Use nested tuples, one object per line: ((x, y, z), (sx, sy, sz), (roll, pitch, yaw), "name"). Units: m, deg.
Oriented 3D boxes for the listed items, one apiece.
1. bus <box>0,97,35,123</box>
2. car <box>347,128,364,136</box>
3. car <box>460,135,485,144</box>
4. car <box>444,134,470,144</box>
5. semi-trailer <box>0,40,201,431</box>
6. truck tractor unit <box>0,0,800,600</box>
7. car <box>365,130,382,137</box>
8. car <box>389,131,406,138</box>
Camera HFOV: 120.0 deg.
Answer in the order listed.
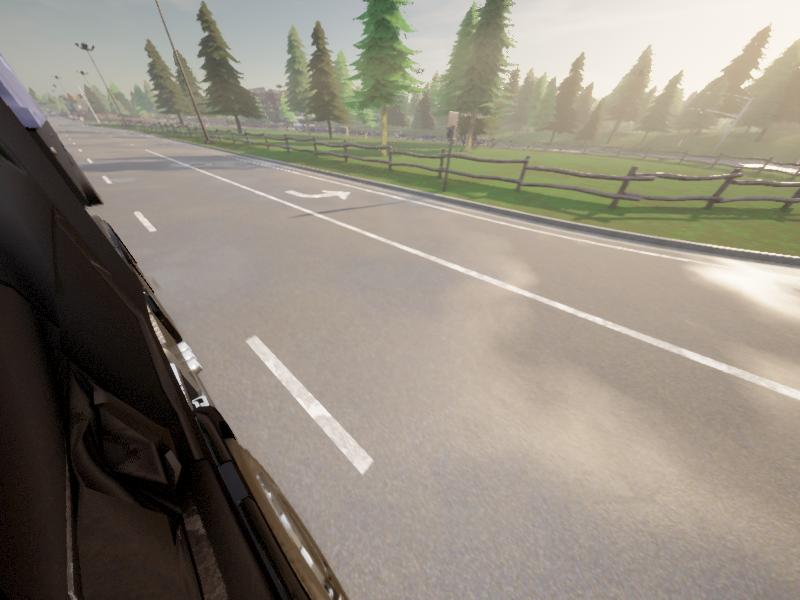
((-88.736, -43.325, 52.843), (10.273, 4.253, 3.944), (28, 43, 30), "bus")
((-13.233, -49.672, 68.358), (4.856, 1.649, 2.033), (28, 43, 30), "car")
((17.436, -38.738, 55.627), (5.366, 1.575, 1.801), (28, 43, 30), "car")
((12.609, -35.871, 51.425), (5.027, 1.651, 2.152), (28, 43, 30), "car")
((-8.700, -3.591, 4.244), (14.254, 4.402, 2.717), (28, 43, 30), "semi-trailer")
((-2.645, -0.295, 0.351), (6.516, 4.208, 3.053), (28, 44, 30), "truck tractor unit")
((-7.810, -49.486, 68.497), (4.974, 1.542, 2.038), (28, 43, 30), "car")
((-0.761, -51.183, 71.230), (4.974, 1.542, 2.038), (28, 43, 30), "car")
